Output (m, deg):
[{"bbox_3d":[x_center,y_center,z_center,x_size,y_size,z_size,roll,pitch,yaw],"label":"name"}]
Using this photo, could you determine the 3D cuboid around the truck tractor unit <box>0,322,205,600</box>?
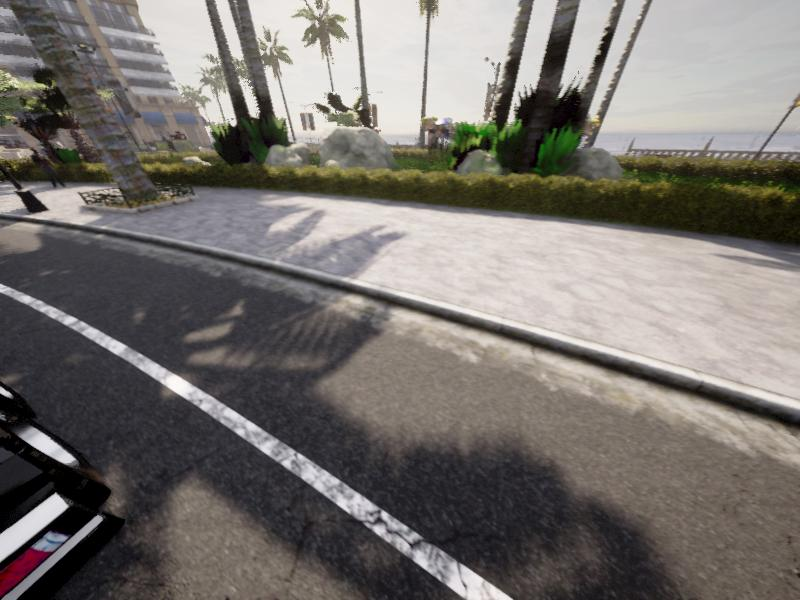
[{"bbox_3d":[-5.212,-0.185,0.623,6.516,4.208,3.053,14,38,19],"label":"truck tractor unit"}]

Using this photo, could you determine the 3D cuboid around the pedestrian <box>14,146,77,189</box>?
[{"bbox_3d":[-18.169,-6.795,11.900,0.751,1.860,0.751,6,36,9],"label":"pedestrian"}]
